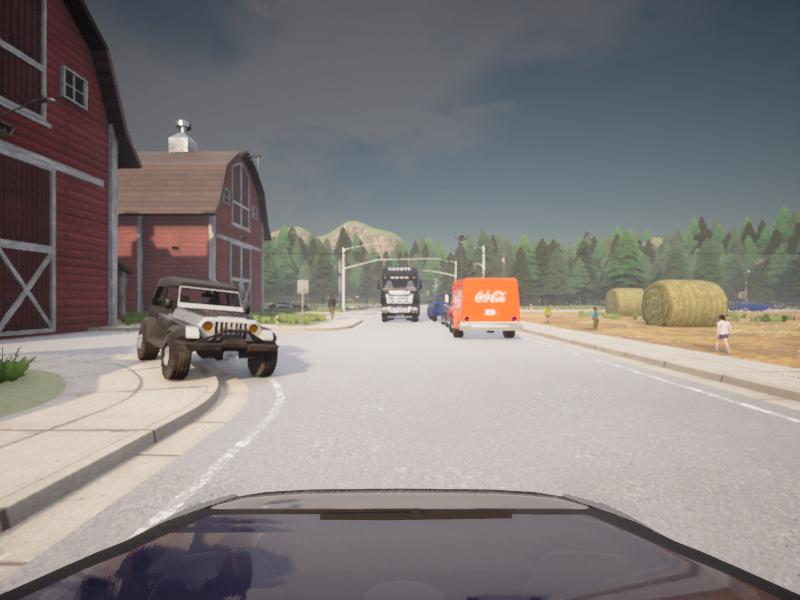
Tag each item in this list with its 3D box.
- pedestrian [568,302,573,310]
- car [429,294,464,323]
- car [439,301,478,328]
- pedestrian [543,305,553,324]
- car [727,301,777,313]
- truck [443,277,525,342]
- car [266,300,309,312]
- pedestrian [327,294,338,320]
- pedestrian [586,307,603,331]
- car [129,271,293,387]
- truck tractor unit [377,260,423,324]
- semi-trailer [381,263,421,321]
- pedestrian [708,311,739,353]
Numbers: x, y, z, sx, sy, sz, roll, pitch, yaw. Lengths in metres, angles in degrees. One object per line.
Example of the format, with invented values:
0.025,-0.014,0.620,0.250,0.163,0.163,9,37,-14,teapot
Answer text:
26.212,0.932,61.379,0.500,1.100,0.500,0,0,-1,pedestrian
3.483,0.589,31.068,2.150,2.045,5.566,0,0,0,car
3.492,0.831,24.436,1.789,1.549,3.705,0,0,0,car
9.043,0.882,24.427,0.500,1.100,0.500,0,0,13,pedestrian
47.163,0.885,53.675,5.008,1.535,1.882,0,0,1,car
3.495,0.367,17.926,2.627,2.467,5.204,0,0,0,truck
-15.345,0.834,54.786,5.238,1.638,1.930,0,0,1,car
-5.017,0.505,29.693,0.751,1.860,0.751,0,0,-11,pedestrian
9.021,0.878,18.545,0.500,1.100,0.500,0,0,-11,pedestrian
-4.167,0.494,8.494,1.905,1.878,3.866,8,-3,-42,car
-0.013,-0.504,29.660,3.053,4.208,6.516,0,0,0,truck tractor unit
0.422,-0.606,37.558,2.717,4.402,14.254,0,0,4,semi-trailer
8.875,0.873,10.994,0.500,1.100,0.500,0,0,12,pedestrian
